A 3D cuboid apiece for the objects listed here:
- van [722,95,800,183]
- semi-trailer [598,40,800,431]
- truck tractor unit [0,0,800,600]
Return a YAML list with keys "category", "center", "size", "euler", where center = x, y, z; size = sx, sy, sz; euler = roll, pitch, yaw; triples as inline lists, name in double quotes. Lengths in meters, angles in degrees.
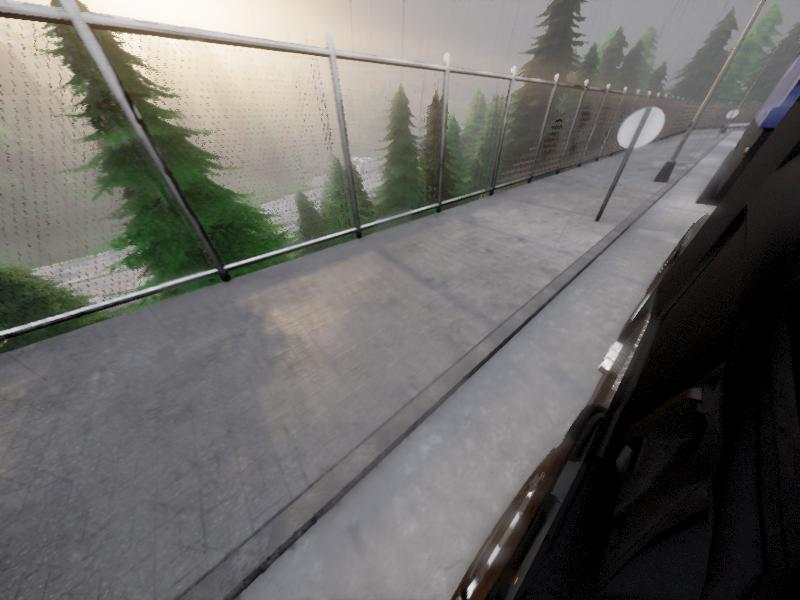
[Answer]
- category: "van"
  center: [16.362, -6.939, 9.761]
  size: [5.915, 2.561, 1.988]
  euler: [-28, 44, -30]
- category: "semi-trailer"
  center: [8.693, -3.609, 4.233]
  size: [14.254, 4.402, 2.717]
  euler: [-28, 44, -30]
- category: "truck tractor unit"
  center: [2.645, -0.295, 0.351]
  size: [6.516, 4.208, 3.053]
  euler: [-28, 44, -30]
